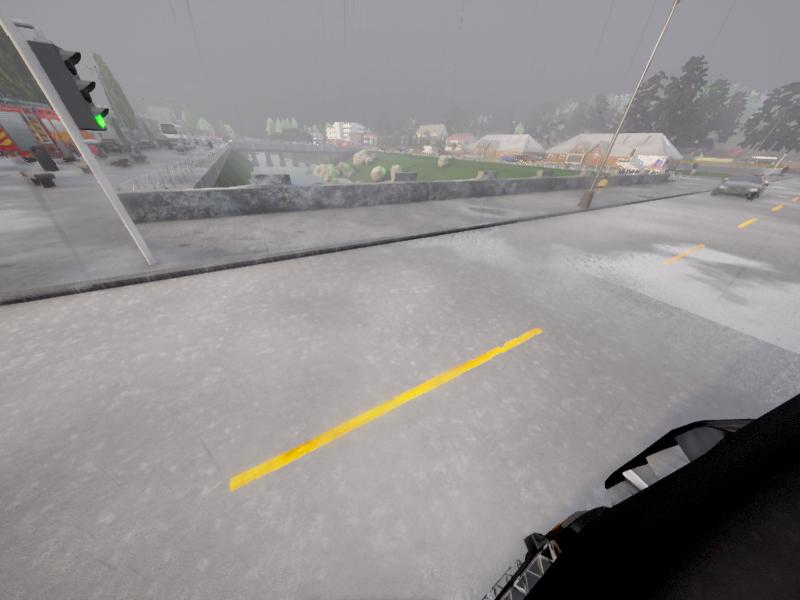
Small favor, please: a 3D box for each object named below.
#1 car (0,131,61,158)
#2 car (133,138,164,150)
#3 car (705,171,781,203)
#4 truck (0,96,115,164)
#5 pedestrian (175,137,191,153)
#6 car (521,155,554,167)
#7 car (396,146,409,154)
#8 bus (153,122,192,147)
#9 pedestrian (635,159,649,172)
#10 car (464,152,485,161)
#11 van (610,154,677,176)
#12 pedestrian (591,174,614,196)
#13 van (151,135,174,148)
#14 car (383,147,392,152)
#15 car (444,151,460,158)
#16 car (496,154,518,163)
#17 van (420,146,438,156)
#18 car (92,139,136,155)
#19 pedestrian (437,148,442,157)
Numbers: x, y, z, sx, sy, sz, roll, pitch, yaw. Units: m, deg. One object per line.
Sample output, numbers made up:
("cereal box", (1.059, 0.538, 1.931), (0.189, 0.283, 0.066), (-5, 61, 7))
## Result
("car", (-33.683, -13.995, 20.739), (1.905, 1.878, 3.866), (-16, 38, -25))
("car", (-41.739, -26.043, 38.523), (2.038, 1.542, 4.974), (-15, 37, -24))
("car", (24.158, -8.028, 16.259), (4.974, 1.542, 2.038), (-18, 39, -27))
("truck", (-28.505, -13.796, 19.070), (2.891, 3.827, 8.468), (-15, 38, -24))
("pedestrian", (-29.497, -21.048, 31.395), (0.751, 1.860, 0.751), (-4, 34, -10))
("car", (26.493, -26.902, 44.678), (1.882, 1.535, 5.008), (-15, 38, -25))
("car", (0.858, -52.539, 80.773), (2.150, 2.045, 5.566), (-16, 38, -26))
("bus", (-54.118, -39.604, 55.484), (3.944, 4.253, 10.273), (-16, 38, -26))
("pedestrian", (40.896, -22.830, 39.089), (0.751, 1.860, 0.751), (-13, 37, -22))
("car", (18.105, -35.113, 56.443), (2.007, 1.525, 4.514), (-16, 38, -26))
("van", (37.329, -20.986, 35.793), (2.351, 2.431, 6.366), (-16, 38, -26))
("pedestrian", (12.115, -6.869, 13.826), (0.500, 1.100, 0.500), (-18, 39, -28))
("van", (-46.526, -31.100, 45.345), (1.775, 1.987, 4.442), (-16, 38, -26))
("car", (-4.680, -57.831, 88.757), (1.851, 1.617, 3.988), (-16, 38, -26))
("car", (15.134, -42.485, 67.324), (1.994, 1.385, 4.181), (-16, 38, -26))
("car", (24.669, -32.856, 53.517), (1.816, 1.474, 4.193), (-15, 38, -25))
("van", (9.302, -48.749, 75.343), (2.351, 2.431, 6.366), (-16, 38, -26))
("car", (-34.385, -18.593, 27.951), (1.816, 1.474, 4.193), (-14, 37, -24))
("pedestrian", (10.209, -38.526, 60.393), (0.751, 1.860, 0.751), (-16, 38, -25))
